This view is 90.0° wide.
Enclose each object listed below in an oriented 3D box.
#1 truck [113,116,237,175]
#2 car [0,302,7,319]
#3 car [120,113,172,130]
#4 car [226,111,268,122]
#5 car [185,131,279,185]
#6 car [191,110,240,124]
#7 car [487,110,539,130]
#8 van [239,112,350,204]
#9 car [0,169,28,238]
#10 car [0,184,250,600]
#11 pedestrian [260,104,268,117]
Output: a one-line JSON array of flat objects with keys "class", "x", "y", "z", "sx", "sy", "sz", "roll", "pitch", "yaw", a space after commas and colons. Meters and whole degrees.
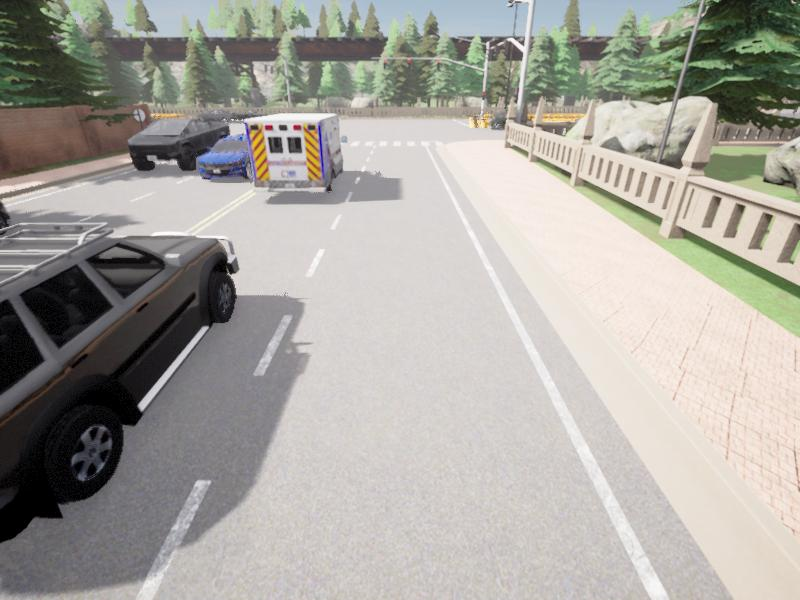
[{"class": "truck", "x": -10.471, "y": -7.703, "z": 19.509, "sx": 2.390, "sy": 2.098, "sz": 6.274, "roll": 0, "pitch": 27, "yaw": 0}, {"class": "car", "x": -6.988, "y": 0.705, "z": 3.666, "sx": 1.837, "sy": 1.490, "sz": 4.892, "roll": 0, "pitch": 28, "yaw": 0}, {"class": "car", "x": -25.824, "y": -18.188, "z": 40.770, "sx": 3.806, "sy": 1.475, "sz": 1.970, "roll": 0, "pitch": 27, "yaw": 0}, {"class": "car", "x": -20.299, "y": -24.451, "z": 53.259, "sx": 4.718, "sy": 1.301, "sz": 1.895, "roll": 0, "pitch": 27, "yaw": 0}, {"class": "car", "x": -6.972, "y": -6.280, "z": 17.329, "sx": 1.882, "sy": 1.535, "sz": 5.008, "roll": 0, "pitch": 27, "yaw": 0}, {"class": "car", "x": -23.019, "y": -22.965, "z": 50.104, "sx": 4.902, "sy": 1.511, "sz": 2.128, "roll": 0, "pitch": 27, "yaw": 0}, {"class": "car", "x": 11.334, "y": -18.242, "z": 40.517, "sx": 4.553, "sy": 1.767, "sz": 2.097, "roll": 0, "pitch": 27, "yaw": 0}, {"class": "van", "x": -3.473, "y": -5.546, "z": 14.910, "sx": 2.351, "sy": 2.431, "sz": 6.366, "roll": 0, "pitch": 27, "yaw": 0}, {"class": "car", "x": -10.528, "y": -1.557, "z": 8.132, "sx": 1.816, "sy": 1.474, "sz": 4.193, "roll": 0, "pitch": 27, "yaw": 1}, {"class": "car", "x": -3.485, "y": 0.192, "z": 4.261, "sx": 1.932, "sy": 1.855, "sz": 4.605, "roll": 0, "pitch": 28, "yaw": 0}, {"class": "pedestrian", "x": -20.570, "y": -28.655, "z": 60.499, "sx": 0.751, "sy": 1.860, "sz": 0.751, "roll": -8, "pitch": 28, "yaw": -14}]
